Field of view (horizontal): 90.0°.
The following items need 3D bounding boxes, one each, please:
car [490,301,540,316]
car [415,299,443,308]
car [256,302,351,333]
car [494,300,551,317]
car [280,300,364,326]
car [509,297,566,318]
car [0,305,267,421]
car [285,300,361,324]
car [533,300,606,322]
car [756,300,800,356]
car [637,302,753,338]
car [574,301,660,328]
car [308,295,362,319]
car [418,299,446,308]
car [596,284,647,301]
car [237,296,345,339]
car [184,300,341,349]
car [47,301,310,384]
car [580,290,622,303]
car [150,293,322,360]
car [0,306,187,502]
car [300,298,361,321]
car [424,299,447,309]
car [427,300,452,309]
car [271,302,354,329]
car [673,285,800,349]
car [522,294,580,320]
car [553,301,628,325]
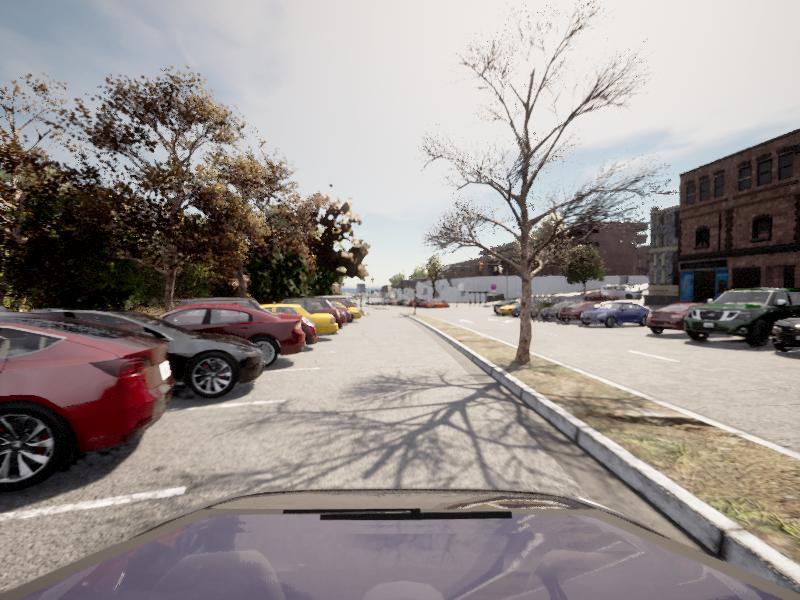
[{"bbox_3d":[12.093,0.839,42.020,4.792,1.488,2.163,1,0,-25],"label":"car"},{"bbox_3d":[6.445,0.746,88.594,5.566,2.045,2.435,0,0,-29],"label":"car"},{"bbox_3d":[-5.198,0.880,21.449,4.674,1.452,2.002,-1,0,-22],"label":"car"},{"bbox_3d":[11.966,0.798,38.962,5.366,1.575,1.946,1,0,-24],"label":"car"},{"bbox_3d":[-5.312,0.837,27.442,5.366,1.575,1.946,-1,0,-23],"label":"car"},{"bbox_3d":[12.375,0.678,36.037,4.553,1.767,2.185,1,0,-24],"label":"car"},{"bbox_3d":[-4.792,0.861,6.664,4.792,1.488,2.163,-1,0,-20],"label":"car"},{"bbox_3d":[-5.814,0.844,30.249,5.366,1.575,1.946,-1,0,-23],"label":"car"},{"bbox_3d":[12.714,0.806,29.996,4.892,1.521,2.231,1,0,-23],"label":"car"},{"bbox_3d":[13.369,0.807,11.880,5.008,1.535,2.097,1,0,-21],"label":"car"},{"bbox_3d":[13.212,0.846,17.926,4.674,1.452,2.002,1,0,-22],"label":"car"},{"bbox_3d":[12.999,0.845,23.959,4.674,1.452,2.002,1,0,-23],"label":"car"},{"bbox_3d":[-5.922,0.620,36.282,4.442,1.987,1.878,-1,0,-24],"label":"car"},{"bbox_3d":[6.889,0.750,85.590,5.566,2.045,2.435,1,0,-29],"label":"car"},{"bbox_3d":[29.971,-1.045,54.308,2.435,2.045,5.566,-7,4,-29],"label":"car"},{"bbox_3d":[-5.063,0.712,18.500,4.553,1.767,2.185,-1,0,-22],"label":"car"},{"bbox_3d":[-5.168,0.836,15.460,5.366,1.575,1.946,-1,0,-21],"label":"car"},{"bbox_3d":[-4.854,0.833,9.609,5.008,1.535,2.097,-1,0,-21],"label":"car"},{"bbox_3d":[27.013,-0.467,53.860,2.002,1.452,4.674,-7,4,-29],"label":"car"},{"bbox_3d":[-4.953,0.710,12.563,4.553,1.767,2.185,-1,0,-21],"label":"car"},{"bbox_3d":[-4.826,0.861,3.670,4.792,1.488,2.163,-1,0,-20],"label":"car"},{"bbox_3d":[-5.795,0.720,33.290,4.553,1.767,2.185,-1,0,-23],"label":"car"},{"bbox_3d":[7.291,0.779,82.578,4.442,1.987,1.878,1,0,-29],"label":"car"},{"bbox_3d":[7.821,0.885,79.648,4.553,1.767,2.185,0,0,-29],"label":"car"},{"bbox_3d":[-5.330,0.882,24.407,4.674,1.452,2.002,-1,0,-22],"label":"car"},{"bbox_3d":[13.277,0.555,14.887,5.566,2.045,2.435,1,0,-22],"label":"car"},{"bbox_3d":[12.432,0.577,32.962,4.442,1.987,1.878,1,0,-24],"label":"car"},{"bbox_3d":[12.855,0.845,26.981,4.674,1.452,2.002,1,0,-23],"label":"car"}]
